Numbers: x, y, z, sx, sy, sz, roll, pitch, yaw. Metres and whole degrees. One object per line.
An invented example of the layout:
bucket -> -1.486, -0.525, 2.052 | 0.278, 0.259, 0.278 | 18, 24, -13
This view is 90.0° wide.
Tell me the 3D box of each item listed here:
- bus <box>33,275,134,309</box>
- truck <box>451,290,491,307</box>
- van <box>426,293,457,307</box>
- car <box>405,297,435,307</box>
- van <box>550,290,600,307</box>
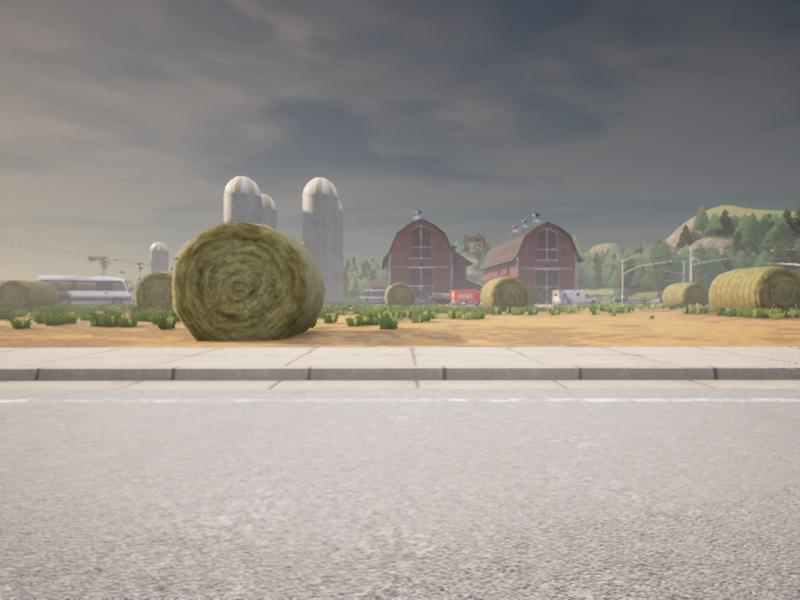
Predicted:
bus -> -42.375, -1.064, 54.277 | 10.273, 4.253, 3.944 | 0, 0, -31
truck -> 10.183, -0.248, 57.964 | 5.204, 2.467, 2.627 | 0, 0, -4
van -> 6.332, -0.045, 61.204 | 4.442, 1.987, 1.775 | 1, 1, -4
car -> 2.831, 0.295, 57.461 | 4.181, 1.385, 1.994 | 0, 1, -3
van -> 25.788, -0.247, 59.008 | 6.366, 2.431, 2.351 | 0, 0, -4
